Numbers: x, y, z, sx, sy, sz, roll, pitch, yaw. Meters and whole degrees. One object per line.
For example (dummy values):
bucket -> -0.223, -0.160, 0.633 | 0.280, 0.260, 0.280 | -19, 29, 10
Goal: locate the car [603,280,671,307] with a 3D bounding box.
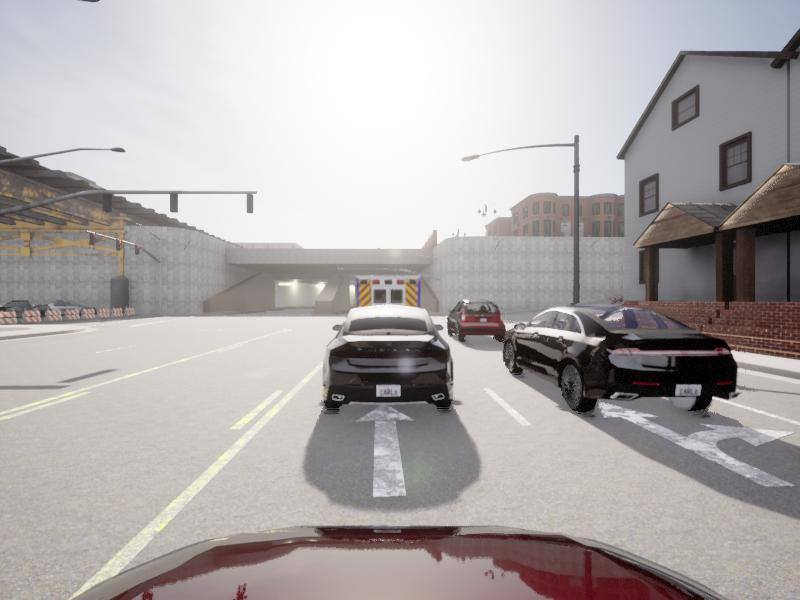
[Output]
car -> 20.345, -0.563, 34.466 | 4.674, 1.442, 1.812 | -11, 0, -2

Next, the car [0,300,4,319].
car -> -29.000, 0.638, 25.964 | 1.853, 1.218, 4.536 | 0, 0, 42

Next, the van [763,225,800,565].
van -> 3.492, 0.572, 0.423 | 2.069, 2.038, 4.480 | 0, 0, -2

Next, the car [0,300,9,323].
car -> -28.966, 0.796, 26.003 | 2.038, 1.542, 4.974 | 0, 0, 42

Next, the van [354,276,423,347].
van -> -0.502, 0.378, 16.874 | 2.351, 2.431, 6.366 | 0, 0, -2

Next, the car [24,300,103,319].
car -> -30.069, 0.796, 35.949 | 2.038, 1.542, 4.974 | 0, 0, 27

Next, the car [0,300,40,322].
car -> -29.116, 0.796, 30.609 | 2.038, 1.542, 4.974 | 0, 0, -38

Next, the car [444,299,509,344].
car -> 3.013, 0.789, 16.636 | 1.851, 1.617, 3.988 | 0, 0, -2

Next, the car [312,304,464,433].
car -> -0.215, 0.846, 7.287 | 1.837, 1.490, 4.892 | 0, 0, -2

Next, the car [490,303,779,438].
car -> 3.286, 0.837, 7.091 | 2.128, 1.511, 4.902 | 0, 0, -2

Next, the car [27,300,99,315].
car -> -30.092, 0.638, 35.903 | 1.853, 1.218, 4.536 | 0, 0, 27
